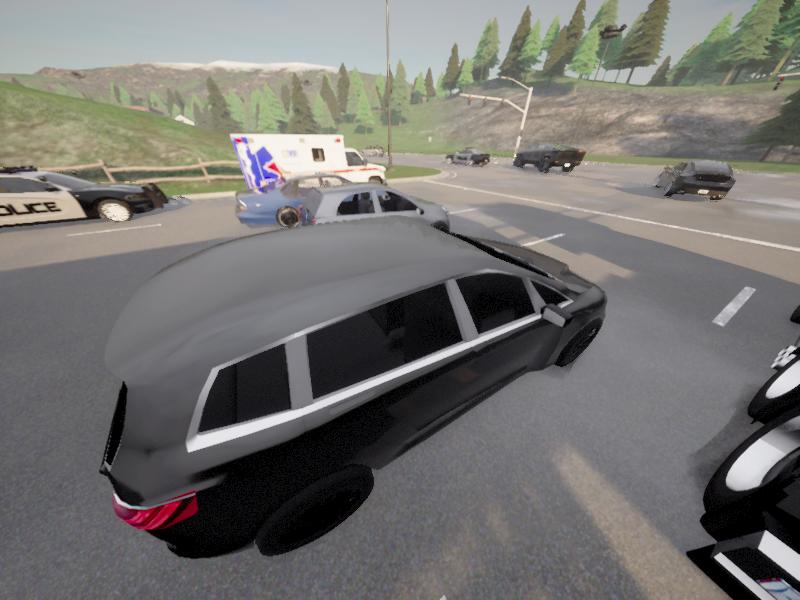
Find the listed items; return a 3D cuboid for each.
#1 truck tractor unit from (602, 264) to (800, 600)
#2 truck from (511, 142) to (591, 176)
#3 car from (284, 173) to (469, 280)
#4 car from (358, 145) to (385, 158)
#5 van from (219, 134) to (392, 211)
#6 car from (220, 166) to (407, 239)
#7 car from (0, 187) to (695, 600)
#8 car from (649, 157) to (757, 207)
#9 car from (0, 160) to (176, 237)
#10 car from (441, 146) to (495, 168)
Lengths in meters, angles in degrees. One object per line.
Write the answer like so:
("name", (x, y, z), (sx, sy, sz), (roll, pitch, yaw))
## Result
("truck tractor unit", (5.112, -0.298, 0.791), (6.516, 4.208, 3.053), (-18, 39, -24))
("truck", (12.715, -12.507, 20.235), (2.390, 2.098, 6.274), (-2, 35, -5))
("car", (-0.485, -1.987, 5.531), (3.633, 1.501, 1.845), (-18, 39, -24))
("car", (-4.496, -23.779, 36.828), (3.988, 1.617, 1.851), (22, 40, 28))
("van", (-3.732, -5.902, 10.369), (6.366, 2.431, 2.351), (-18, 39, -24))
("car", (-2.597, -3.544, 7.884), (5.357, 1.411, 2.033), (-18, 39, -24))
("car", (0.246, 0.014, 2.522), (4.611, 1.667, 2.242), (-18, 38, -24))
("car", (14.527, -6.070, 11.505), (1.837, 1.490, 4.892), (23, 41, 26))
("car", (-10.918, -3.239, 7.195), (5.238, 1.638, 1.930), (-18, 39, -24))
("car", (7.026, -15.240, 24.548), (1.930, 1.638, 5.238), (-20, 40, -30))
